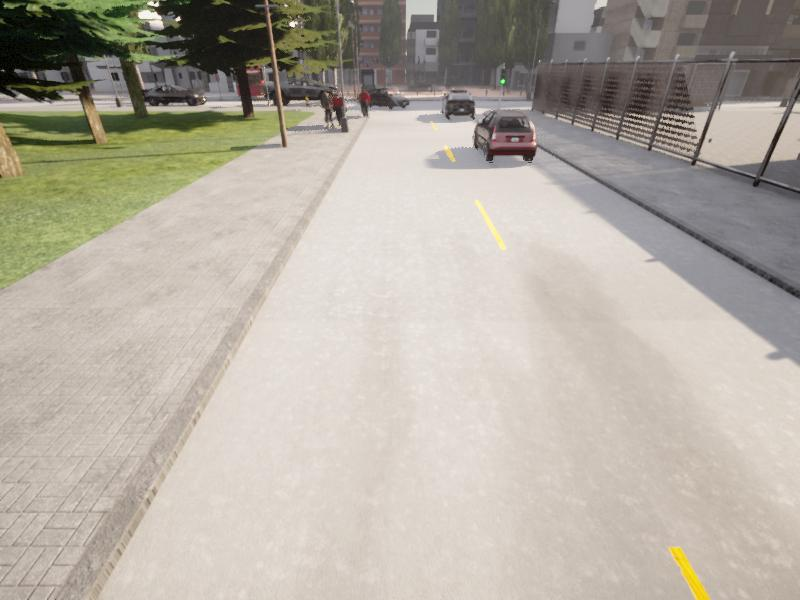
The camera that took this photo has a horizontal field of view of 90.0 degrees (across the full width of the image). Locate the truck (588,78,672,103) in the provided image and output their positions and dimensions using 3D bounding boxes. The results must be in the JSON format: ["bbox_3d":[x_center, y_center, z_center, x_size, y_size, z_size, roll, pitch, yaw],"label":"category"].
[{"bbox_3d":[22.017,-20.242,38.606,6.274,2.098,2.390,0,30,0],"label":"truck"}]

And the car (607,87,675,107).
[{"bbox_3d":[21.166,-17.931,35.296,4.674,1.442,1.812,0,30,0],"label":"car"}]

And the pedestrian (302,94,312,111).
[{"bbox_3d":[-7.084,-15.077,30.497,0.500,1.100,0.500,4,30,6],"label":"pedestrian"}]

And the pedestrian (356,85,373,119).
[{"bbox_3d":[-2.259,-12.639,25.569,0.751,1.860,0.751,7,31,12],"label":"pedestrian"}]

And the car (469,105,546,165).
[{"bbox_3d":[4.004,-6.527,15.605,1.851,1.617,3.988,0,30,0],"label":"car"}]

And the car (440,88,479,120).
[{"bbox_3d":[4.023,-13.696,27.848,1.930,1.638,5.238,0,30,1],"label":"car"}]

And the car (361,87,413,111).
[{"bbox_3d":[-1.108,-16.759,33.260,4.193,1.474,1.816,26,39,37],"label":"car"}]

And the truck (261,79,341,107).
[{"bbox_3d":[-8.520,-18.197,35.101,6.274,2.098,2.390,0,30,0],"label":"truck"}]

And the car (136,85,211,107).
[{"bbox_3d":[-19.807,-17.985,35.212,5.027,1.651,2.152,0,30,0],"label":"car"}]

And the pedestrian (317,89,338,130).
[{"bbox_3d":[-3.807,-10.049,21.131,0.751,1.860,0.751,6,31,11],"label":"pedestrian"}]

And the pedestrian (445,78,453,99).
[{"bbox_3d":[5.064,-21.862,41.362,0.751,1.860,0.751,4,31,7],"label":"pedestrian"}]

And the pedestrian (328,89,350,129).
[{"bbox_3d":[-3.255,-10.258,21.490,0.751,1.860,0.751,9,31,14],"label":"pedestrian"}]
